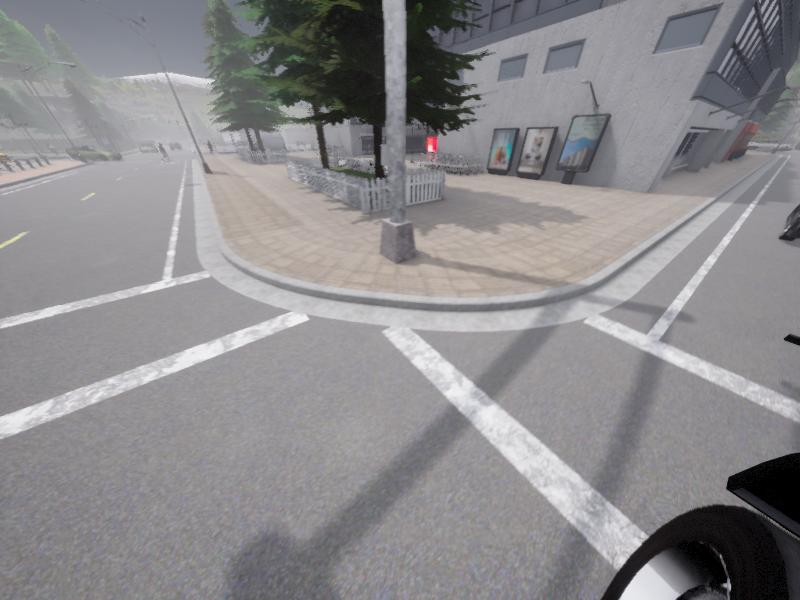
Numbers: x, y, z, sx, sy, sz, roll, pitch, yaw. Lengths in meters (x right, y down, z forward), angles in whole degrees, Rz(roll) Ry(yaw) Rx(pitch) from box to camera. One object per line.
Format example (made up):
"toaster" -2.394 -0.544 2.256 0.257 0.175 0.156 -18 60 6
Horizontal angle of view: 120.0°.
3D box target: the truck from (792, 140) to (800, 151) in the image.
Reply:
"truck" 72.281 -27.510 40.467 6.274 2.098 2.390 -27 43 -32

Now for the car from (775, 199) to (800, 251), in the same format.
"car" 11.600 -2.136 5.647 4.181 1.385 1.994 -22 41 -28

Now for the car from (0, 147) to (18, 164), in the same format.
"car" -45.119 -15.048 24.125 5.008 1.535 1.882 -23 41 -29

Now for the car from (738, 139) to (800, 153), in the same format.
"car" 56.182 -23.580 35.207 4.611 1.667 2.242 24 42 30

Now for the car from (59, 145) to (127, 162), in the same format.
"car" -36.194 -17.378 27.372 4.514 1.525 2.007 -4 35 -5

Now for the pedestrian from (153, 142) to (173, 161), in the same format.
"pedestrian" -27.161 -17.035 26.518 0.751 1.860 0.751 -11 37 -15
